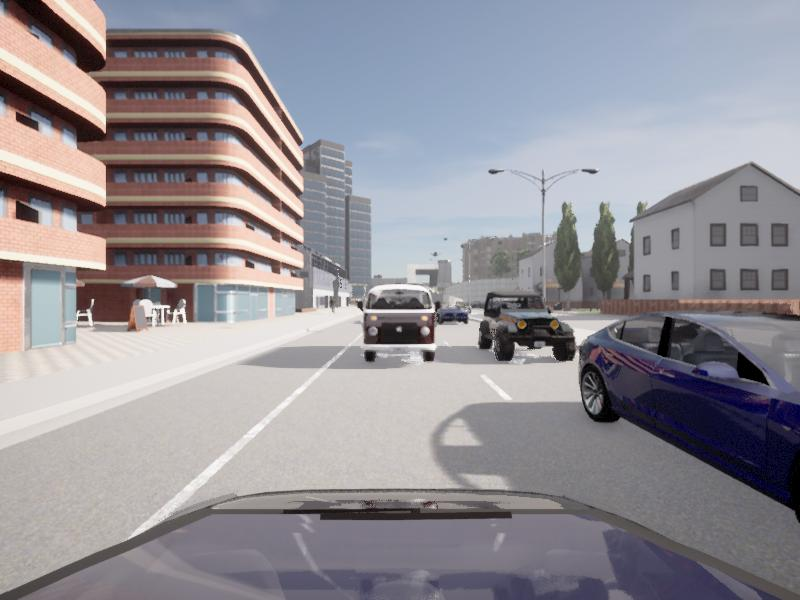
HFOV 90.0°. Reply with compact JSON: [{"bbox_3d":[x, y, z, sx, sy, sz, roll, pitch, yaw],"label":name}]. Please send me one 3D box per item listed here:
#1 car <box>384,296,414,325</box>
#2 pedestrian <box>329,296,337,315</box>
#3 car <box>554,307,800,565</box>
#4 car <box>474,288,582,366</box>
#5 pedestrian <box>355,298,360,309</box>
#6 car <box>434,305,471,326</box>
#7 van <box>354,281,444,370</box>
[{"bbox_3d":[-0.055,0.694,27.728,1.932,1.855,4.605,0,-1,0],"label":"car"},{"bbox_3d":[-6.792,0.540,40.629,0.751,1.860,0.751,0,0,-2],"label":"pedestrian"},{"bbox_3d":[3.495,0.857,3.854,2.163,1.488,4.792,0,0,0],"label":"car"},{"bbox_3d":[3.479,0.661,11.686,1.905,1.878,3.866,0,0,0],"label":"car"},{"bbox_3d":[-7.138,0.575,67.692,0.751,1.860,0.751,0,0,1],"label":"pedestrian"},{"bbox_3d":[3.442,0.981,27.193,1.895,1.301,4.718,0,0,0],"label":"car"},{"bbox_3d":[-0.025,0.588,11.383,2.069,2.038,4.480,0,0,0],"label":"van"}]
